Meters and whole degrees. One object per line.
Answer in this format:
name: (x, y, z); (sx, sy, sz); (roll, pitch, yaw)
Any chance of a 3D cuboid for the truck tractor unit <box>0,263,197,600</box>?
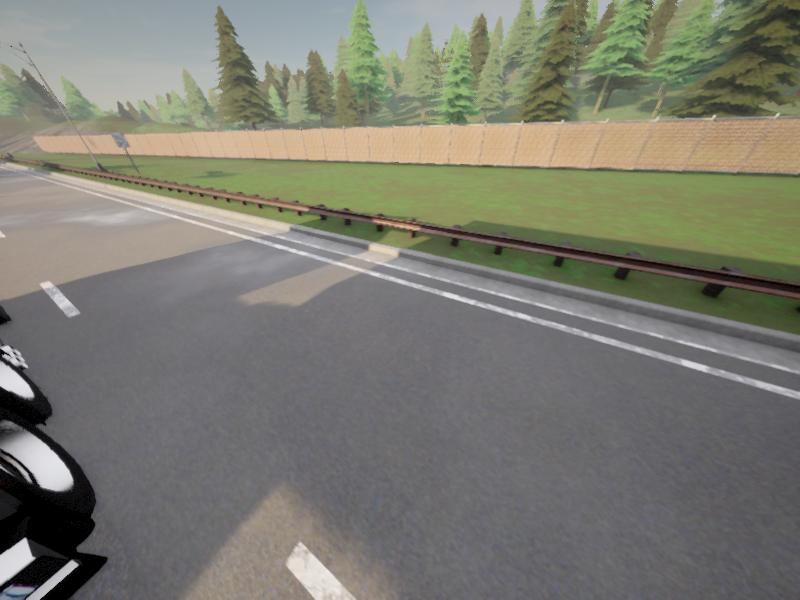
truck tractor unit: (-5.111, -0.299, 0.788); (6.516, 4.208, 3.053); (18, 39, 24)
